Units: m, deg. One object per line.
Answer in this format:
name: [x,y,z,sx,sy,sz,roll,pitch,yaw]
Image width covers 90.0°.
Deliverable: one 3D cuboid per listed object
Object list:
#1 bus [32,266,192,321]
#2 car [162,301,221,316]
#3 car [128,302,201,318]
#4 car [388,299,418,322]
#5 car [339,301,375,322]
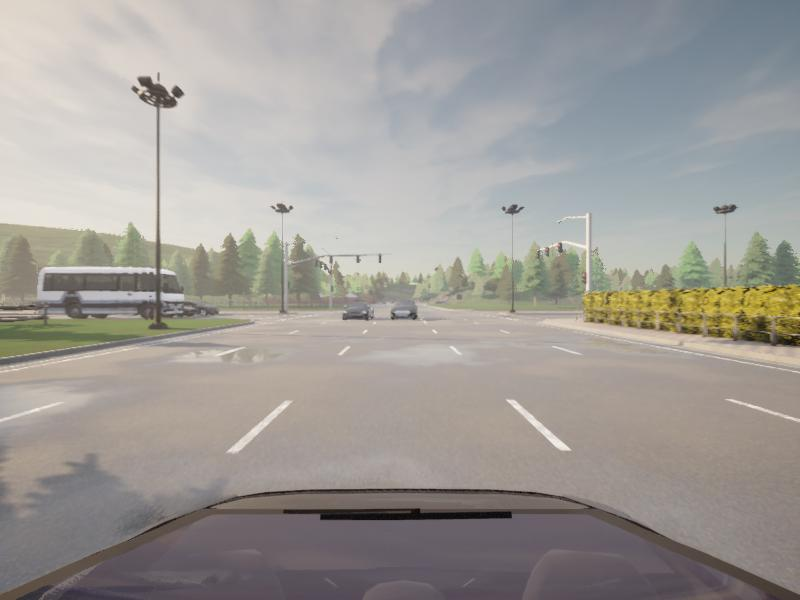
bus: [-23.335,-0.535,32.941,10.273,4.253,3.944,0,0,-1]
car: [-20.689,0.843,39.864,4.892,1.490,1.837,0,0,-1]
car: [-21.314,0.893,36.352,5.357,1.411,2.033,0,0,-1]
car: [0.342,0.777,31.914,2.033,1.649,4.856,0,0,4]
car: [-3.231,0.825,31.136,2.038,1.542,4.974,0,0,3]
